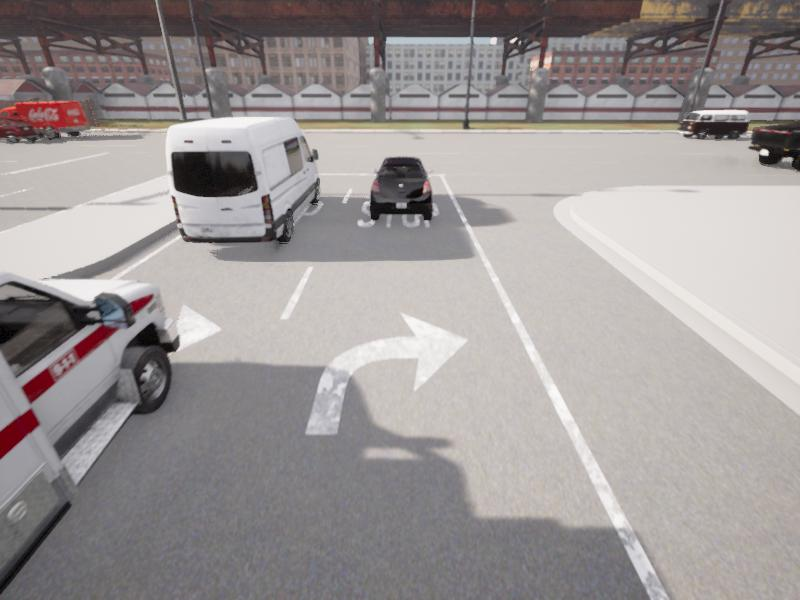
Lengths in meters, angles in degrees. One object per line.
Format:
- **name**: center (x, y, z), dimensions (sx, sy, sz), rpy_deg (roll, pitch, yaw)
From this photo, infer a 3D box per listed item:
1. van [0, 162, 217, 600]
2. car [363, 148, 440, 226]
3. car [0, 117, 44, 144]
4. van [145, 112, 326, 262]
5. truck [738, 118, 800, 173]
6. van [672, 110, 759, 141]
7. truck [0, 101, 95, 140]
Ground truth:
- **van**: center (-3.497, 1.162, 1.699), dimensions (2.351, 2.431, 6.366), rpy_deg (0, 27, 0)
- **car**: center (0.065, -3.418, 11.626), dimensions (1.845, 1.501, 3.633), rpy_deg (1, 27, 1)
- **car**: center (-27.545, -11.727, 27.693), dimensions (3.705, 1.549, 1.789), rpy_deg (-1, 27, 1)
- **van**: center (-3.496, -3.282, 10.246), dimensions (1.988, 2.561, 5.915), rpy_deg (0, 27, 0)
- **truck**: center (19.870, -7.078, 18.209), dimensions (6.274, 2.098, 2.390), rpy_deg (1, 27, 1)
- **van**: center (23.955, -13.371, 30.564), dimensions (4.480, 2.038, 2.069), rpy_deg (0, 27, 0)
- **truck**: center (-27.276, -13.742, 30.590), dimensions (5.204, 2.467, 2.627), rpy_deg (-1, 27, 1)
